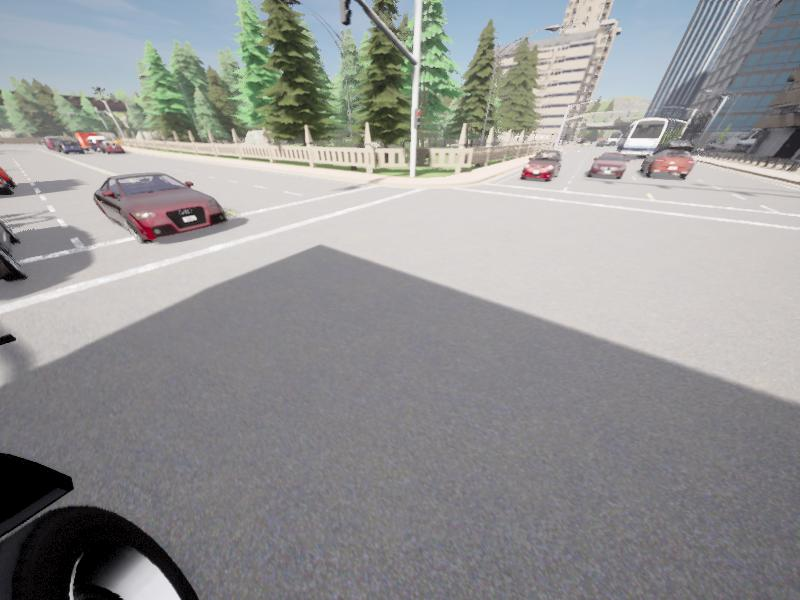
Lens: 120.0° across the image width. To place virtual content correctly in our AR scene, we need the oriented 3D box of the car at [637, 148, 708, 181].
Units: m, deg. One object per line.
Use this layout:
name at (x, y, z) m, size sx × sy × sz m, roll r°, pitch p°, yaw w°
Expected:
car at (19.675, -10.111, 17.019) m, size 2.152 × 1.651 × 5.027 m, roll 22°, pitch 41°, yaw 28°

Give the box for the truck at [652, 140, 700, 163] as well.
truck at (33.716, -18.378, 28.460) m, size 2.390 × 2.098 × 6.274 m, roll 24°, pitch 41°, yaw 29°

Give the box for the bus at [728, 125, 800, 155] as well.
bus at (71.324, -29.847, 43.112) m, size 10.273 × 4.253 × 3.944 m, roll 23°, pitch 41°, yaw 28°

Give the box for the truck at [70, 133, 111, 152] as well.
truck at (-52.161, -26.605, 38.940) m, size 5.204 × 2.467 × 2.627 m, roll 22°, pitch 41°, yaw 28°

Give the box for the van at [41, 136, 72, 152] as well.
van at (-57.191, -25.996, 38.448) m, size 4.442 × 1.987 × 1.775 m, roll 22°, pitch 41°, yaw 28°

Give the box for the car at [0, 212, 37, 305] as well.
car at (-8.936, -1.187, 4.075) m, size 5.238 × 1.638 × 1.930 m, roll 22°, pitch 41°, yaw 28°

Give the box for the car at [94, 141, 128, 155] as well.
car at (-41.367, -21.781, 33.074) m, size 3.806 × 1.475 × 1.970 m, roll 22°, pitch 41°, yaw 28°

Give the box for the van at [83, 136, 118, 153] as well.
van at (-46.482, -24.104, 35.826) m, size 4.480 × 2.038 × 2.069 m, roll 22°, pitch 41°, yaw 28°

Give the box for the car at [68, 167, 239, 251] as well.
car at (-7.092, -2.864, 6.707) m, size 4.181 × 1.385 × 1.994 m, roll 20°, pitch 40°, yaw 26°

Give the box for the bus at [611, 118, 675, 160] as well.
bus at (33.540, -22.630, 32.615) m, size 3.944 × 4.253 × 10.273 m, roll 22°, pitch 41°, yaw 28°

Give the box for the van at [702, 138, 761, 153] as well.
van at (69.235, -32.529, 48.472) m, size 6.366 × 2.431 × 2.351 m, roll 23°, pitch 41°, yaw 28°

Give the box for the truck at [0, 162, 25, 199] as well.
truck at (-19.390, -5.801, 9.793) m, size 5.204 × 2.467 × 2.627 m, roll 22°, pitch 41°, yaw 28°

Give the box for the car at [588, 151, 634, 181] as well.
car at (14.904, -9.665, 16.495) m, size 1.812 × 1.442 × 4.674 m, roll 22°, pitch 41°, yaw 28°

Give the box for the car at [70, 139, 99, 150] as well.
car at (-58.307, -28.771, 42.679) m, size 4.856 × 1.649 × 2.033 m, roll 22°, pitch 41°, yaw 28°

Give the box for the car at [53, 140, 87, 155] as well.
car at (-45.841, -21.200, 32.094) m, size 3.988 × 1.617 × 1.851 m, roll 22°, pitch 41°, yaw 28°

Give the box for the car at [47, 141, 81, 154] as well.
car at (-51.375, -23.377, 35.307) m, size 5.357 × 1.411 × 2.033 m, roll 22°, pitch 41°, yaw 28°

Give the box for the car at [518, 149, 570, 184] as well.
car at (9.503, -8.895, 15.210) m, size 1.851 × 1.617 × 3.988 m, roll 24°, pitch 41°, yaw 29°
